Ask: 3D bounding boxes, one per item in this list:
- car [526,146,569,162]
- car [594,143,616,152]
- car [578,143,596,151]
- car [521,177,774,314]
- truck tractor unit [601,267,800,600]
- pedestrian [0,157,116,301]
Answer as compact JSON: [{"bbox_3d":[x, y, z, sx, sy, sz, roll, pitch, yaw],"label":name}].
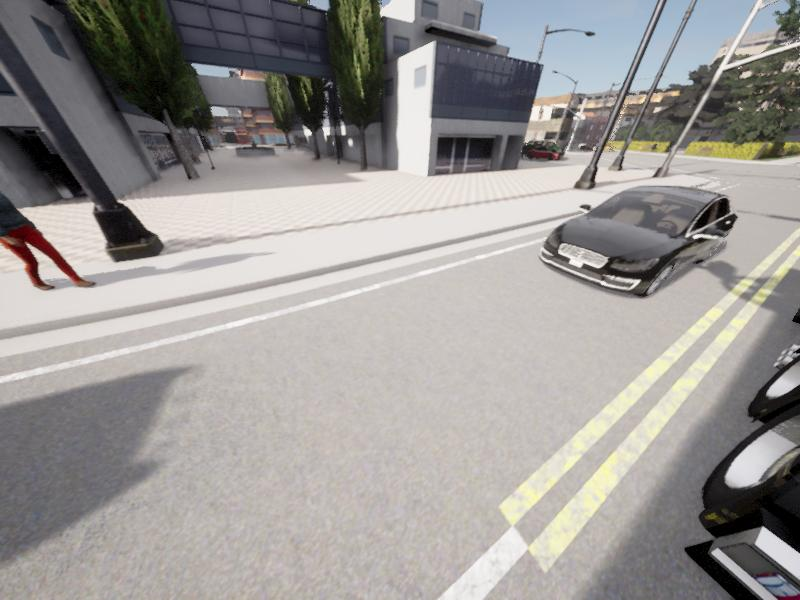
[{"bbox_3d":[18.846,-18.902,29.764,1.816,1.474,4.193,-18,39,-24],"label":"car"},{"bbox_3d":[49.040,-36.597,55.313,1.801,1.575,5.366,9,36,12],"label":"car"},{"bbox_3d":[45.917,-37.686,56.921,1.970,1.475,3.806,9,36,12],"label":"car"},{"bbox_3d":[5.206,-1.518,4.892,4.892,1.490,1.837,-17,39,-24],"label":"car"},{"bbox_3d":[5.116,-0.297,0.767,6.516,4.208,3.053,-18,39,-24],"label":"truck tractor unit"},{"bbox_3d":[-5.550,-0.973,3.371,0.751,1.860,0.751,-1,35,-3],"label":"pedestrian"}]
